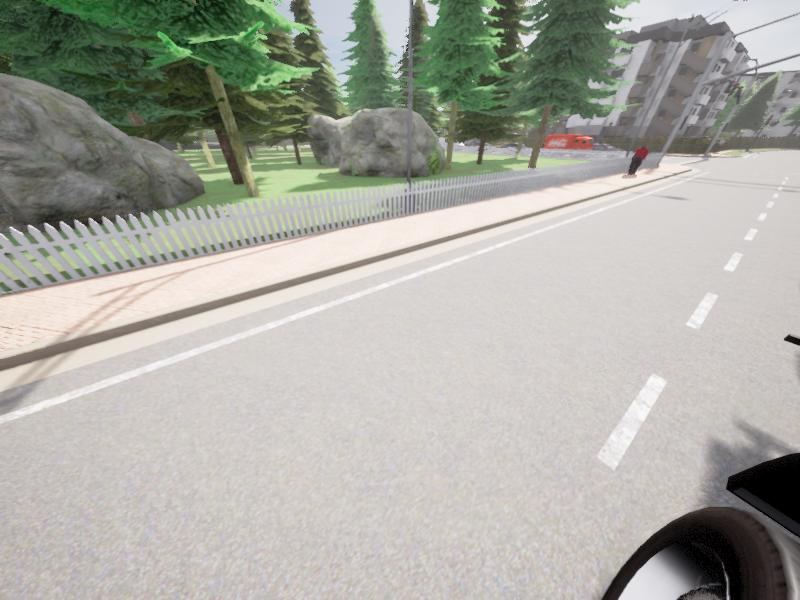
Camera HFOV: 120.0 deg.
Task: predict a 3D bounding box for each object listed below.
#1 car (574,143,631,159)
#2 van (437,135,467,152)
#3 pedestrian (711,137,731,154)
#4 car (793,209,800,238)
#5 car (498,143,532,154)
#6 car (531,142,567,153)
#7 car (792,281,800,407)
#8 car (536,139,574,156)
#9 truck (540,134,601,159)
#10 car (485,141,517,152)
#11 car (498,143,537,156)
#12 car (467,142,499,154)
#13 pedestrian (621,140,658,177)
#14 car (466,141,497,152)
[{"bbox_3d":[25.840,-19.225,29.687,2.128,1.511,4.902,-21,40,-26],"label":"car"},{"bbox_3d":[9.829,-30.105,44.362,1.988,2.561,5.915,-21,40,-26],"label":"van"},{"bbox_3d":[44.672,-21.491,32.148,0.751,1.860,0.751,-19,39,-25],"label":"pedestrian"},{"bbox_3d":[13.282,-2.610,6.228,4.792,1.488,2.163,-22,40,-27],"label":"car"},{"bbox_3d":[19.015,-25.178,38.377,1.895,1.301,4.718,-21,40,-26],"label":"car"},{"bbox_3d":[25.842,-26.610,40.228,1.812,1.442,4.674,-21,40,-26],"label":"car"},{"bbox_3d":[6.751,-0.049,2.564,5.366,1.575,1.801,-22,40,-28],"label":"car"},{"bbox_3d":[22.533,-22.303,33.752,1.905,1.878,3.866,-21,40,-26],"label":"car"},{"bbox_3d":[21.565,-19.693,29.553,2.627,2.467,5.204,-21,40,-26],"label":"truck"},{"bbox_3d":[18.938,-29.067,43.652,1.801,1.575,5.366,-21,40,-26],"label":"car"},{"bbox_3d":[17.564,-22.835,34.891,1.837,1.490,4.892,-21,40,-26],"label":"car"},{"bbox_3d":[13.996,-25.993,39.401,1.837,1.490,4.892,-21,40,-26],"label":"car"},{"bbox_3d":[14.646,-8.666,14.182,0.751,1.860,0.751,-22,41,-28],"label":"pedestrian"},{"bbox_3d":[15.092,-28.784,43.242,2.152,1.651,5.027,-21,40,-26],"label":"car"}]
